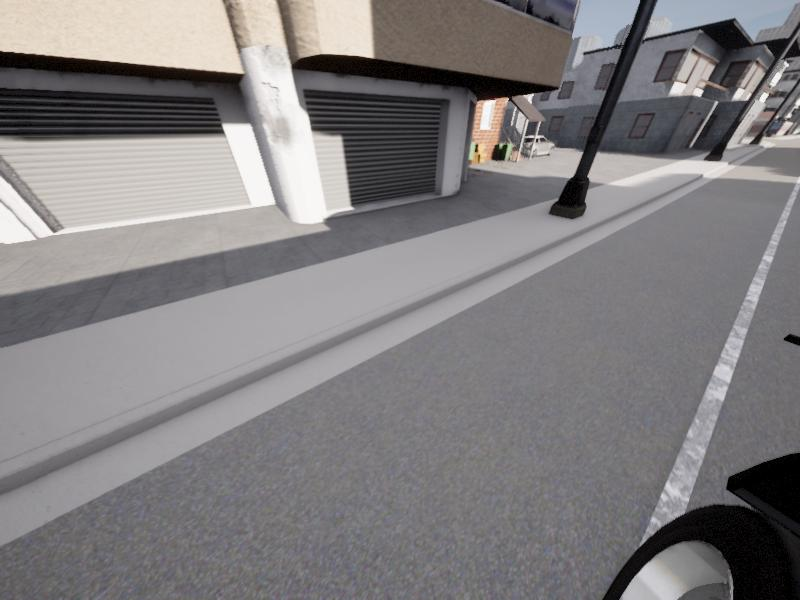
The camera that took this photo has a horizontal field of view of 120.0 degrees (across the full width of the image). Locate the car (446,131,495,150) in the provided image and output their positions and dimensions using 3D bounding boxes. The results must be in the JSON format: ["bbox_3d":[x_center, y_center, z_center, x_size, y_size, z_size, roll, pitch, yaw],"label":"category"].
[{"bbox_3d":[7.788,-17.657,25.500,5.027,1.636,2.152,-22,41,-27],"label":"car"}]

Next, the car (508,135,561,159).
[{"bbox_3d":[11.499,-13.163,19.765,3.806,1.475,1.970,-23,41,-26],"label":"car"}]
